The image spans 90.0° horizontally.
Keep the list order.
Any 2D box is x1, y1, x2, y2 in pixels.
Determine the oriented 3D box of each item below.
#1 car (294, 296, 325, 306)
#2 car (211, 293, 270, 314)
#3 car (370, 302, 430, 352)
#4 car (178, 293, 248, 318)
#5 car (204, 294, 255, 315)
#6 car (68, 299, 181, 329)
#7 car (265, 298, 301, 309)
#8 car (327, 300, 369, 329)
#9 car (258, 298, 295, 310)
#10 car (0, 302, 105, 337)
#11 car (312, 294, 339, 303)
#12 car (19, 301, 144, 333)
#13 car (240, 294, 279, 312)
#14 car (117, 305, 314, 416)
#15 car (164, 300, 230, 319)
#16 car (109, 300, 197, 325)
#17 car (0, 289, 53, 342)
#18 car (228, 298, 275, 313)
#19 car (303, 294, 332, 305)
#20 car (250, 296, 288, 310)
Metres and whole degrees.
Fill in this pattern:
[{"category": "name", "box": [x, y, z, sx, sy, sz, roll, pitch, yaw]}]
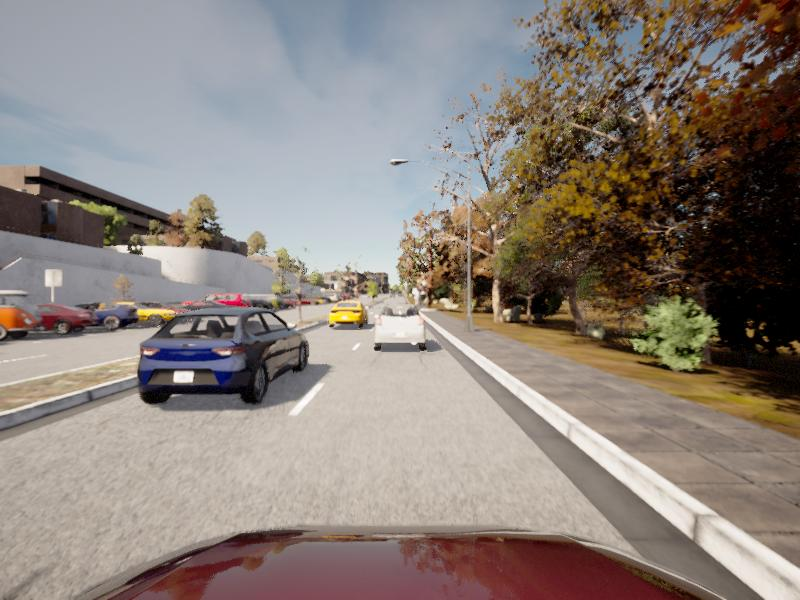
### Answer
[{"category": "car", "box": [-17.017, 0.166, 75.349, 5.366, 1.575, 1.946, -1, 1, -20]}, {"category": "car", "box": [-16.841, 0.358, 42.485, 5.566, 2.045, 2.435, -1, 1, -20]}, {"category": "car", "box": [0.000, 0.839, 14.145, 1.845, 1.501, 3.633, 0, 0, 0]}, {"category": "car", "box": [-16.895, 0.438, 36.489, 5.566, 2.045, 2.435, -1, 1, -20]}, {"category": "car", "box": [-16.759, 0.422, 39.533, 4.442, 1.987, 1.878, -1, 1, -20]}, {"category": "car", "box": [-16.700, 0.800, 24.637, 5.366, 1.575, 1.946, -1, 0, -20]}, {"category": "car", "box": [-16.829, 0.439, 57.422, 4.792, 1.488, 2.163, -1, 1, -20]}, {"category": "car", "box": [-3.003, 0.793, 24.188, 1.882, 1.535, 5.008, 0, 0, 0]}, {"category": "car", "box": [-16.851, 0.490, 54.404, 4.674, 1.452, 2.002, -1, 1, -20]}, {"category": "car", "box": [-16.870, 0.876, 18.596, 4.674, 1.452, 2.002, -1, 0, -20]}, {"category": "car", "box": [-16.865, -0.359, 90.416, 5.566, 2.045, 2.435, -1, 2, -20]}, {"category": "car", "box": [-16.900, 0.856, 21.568, 4.792, 1.488, 2.163, -1, 0, -20]}, {"category": "car", "box": [-16.971, 0.306, 48.393, 4.442, 1.987, 1.878, -1, 1, -20]}, {"category": "car", "box": [-3.001, 0.864, 7.617, 1.816, 1.474, 4.193, 0, 0, 0]}, {"category": "car", "box": [-16.863, 0.763, 33.522, 4.674, 1.452, 2.002, -1, 1, -20]}, {"category": "car", "box": [-16.843, 0.812, 27.565, 4.792, 1.488, 2.163, -1, 0, -20]}, {"category": "car", "box": [-16.772, 0.619, 15.663, 4.442, 1.987, 1.878, -1, 0, -20]}, {"category": "car", "box": [-16.855, 0.571, 45.457, 4.892, 1.521, 2.231, -1, 1, -20]}, {"category": "car", "box": [-16.819, -0.179, 81.437, 5.566, 2.045, 2.435, -1, 1, -20]}, {"category": "car", "box": [-16.830, 0.364, 51.429, 4.553, 1.767, 2.185, -1, 1, -20]}]
